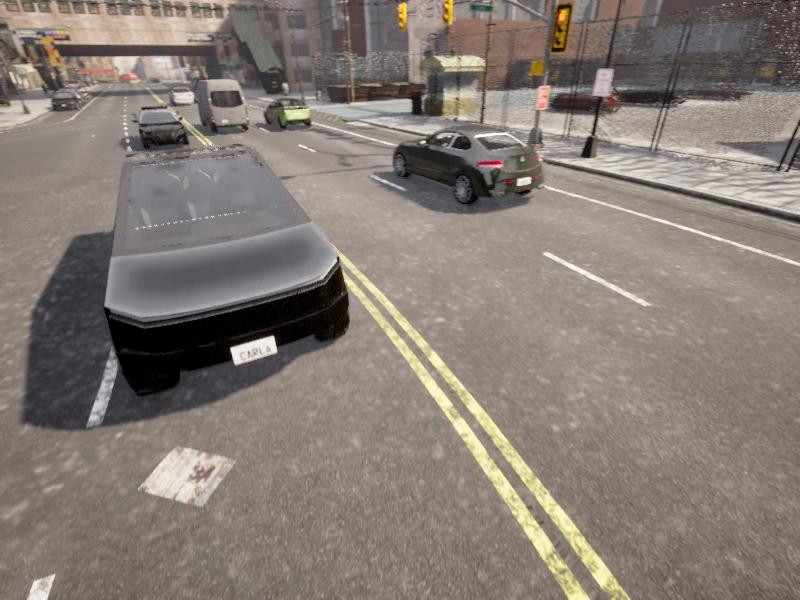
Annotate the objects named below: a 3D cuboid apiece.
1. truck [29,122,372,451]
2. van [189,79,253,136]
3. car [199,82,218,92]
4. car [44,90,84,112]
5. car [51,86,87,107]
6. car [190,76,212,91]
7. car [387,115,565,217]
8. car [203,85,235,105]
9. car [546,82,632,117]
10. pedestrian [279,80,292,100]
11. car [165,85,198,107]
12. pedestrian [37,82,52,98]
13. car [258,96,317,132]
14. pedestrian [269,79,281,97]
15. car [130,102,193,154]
[{"bbox_3d":[-2.891,-1.174,6.069,2.390,2.098,6.274,-16,33,-24],"label":"truck"},{"bbox_3d":[-10.617,-11.476,23.522,1.988,2.561,5.915,-17,34,-26],"label":"van"},{"bbox_3d":[-31.805,-35.335,66.279,1.895,1.301,4.718,-18,34,-26],"label":"car"},{"bbox_3d":[-31.611,-18.828,37.781,2.097,1.535,5.008,-18,34,-26],"label":"car"},{"bbox_3d":[-35.009,-21.640,42.457,2.185,1.767,4.553,-18,34,-26],"label":"car"},{"bbox_3d":[-35.622,-38.794,71.600,2.435,2.045,5.566,-18,34,-26],"label":"car"},{"bbox_3d":[1.736,-4.015,11.255,2.152,1.651,5.027,-16,33,-24],"label":"car"},{"bbox_3d":[-19.216,-21.757,42.306,2.033,1.649,4.856,-17,34,-25],"label":"car"},{"bbox_3d":[12.569,-13.601,26.958,2.185,1.767,4.553,-18,34,-26],"label":"car"},{"bbox_3d":[-12.153,-22.357,42.524,0.751,1.860,0.751,-23,37,-32],"label":"pedestrian"},{"bbox_3d":[-22.452,-21.012,41.092,2.242,1.667,4.611,-17,34,-26],"label":"car"},{"bbox_3d":[-46.713,-27.586,52.594,0.751,1.860,0.751,-17,34,-25],"label":"pedestrian"},{"bbox_3d":[-6.843,-11.339,24.168,2.007,1.525,4.514,-17,34,-26],"label":"car"},{"bbox_3d":[-14.455,-24.550,46.354,0.751,1.860,0.751,-24,37,-34],"label":"pedestrian"},{"bbox_3d":[-11.439,-8.323,19.038,1.930,1.638,5.238,-17,34,-26],"label":"car"}]
